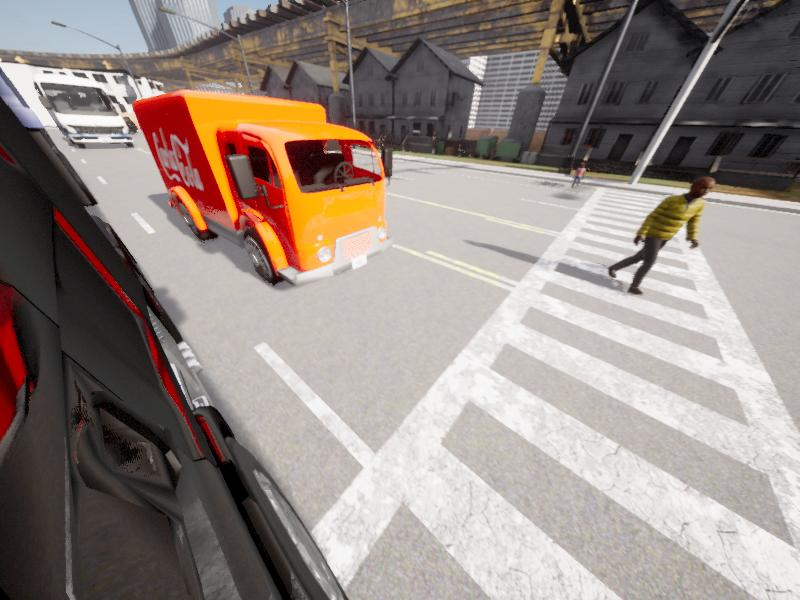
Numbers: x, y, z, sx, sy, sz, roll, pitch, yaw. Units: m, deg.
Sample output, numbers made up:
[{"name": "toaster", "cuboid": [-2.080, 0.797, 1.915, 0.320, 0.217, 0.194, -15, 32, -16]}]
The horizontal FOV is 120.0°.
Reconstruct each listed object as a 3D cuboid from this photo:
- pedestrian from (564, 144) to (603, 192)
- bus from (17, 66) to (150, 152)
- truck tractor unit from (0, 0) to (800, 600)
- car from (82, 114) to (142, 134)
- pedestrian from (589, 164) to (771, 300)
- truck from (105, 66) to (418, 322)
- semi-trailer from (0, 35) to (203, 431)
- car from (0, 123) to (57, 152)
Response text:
[{"name": "pedestrian", "cuboid": [8.607, -6.232, 10.914, 0.751, 1.860, 0.751, 22, 41, 24]}, {"name": "bus", "cuboid": [-25.405, -15.007, 18.650, 10.273, 4.253, 3.944, 27, 43, 29]}, {"name": "truck tractor unit", "cuboid": [-2.645, -0.295, 0.352, 6.516, 4.208, 3.053, 28, 44, 30]}, {"name": "car", "cuboid": [-42.278, -25.879, 34.040, 5.566, 2.045, 2.150, 5, 37, 4]}, {"name": "pedestrian", "cuboid": [4.074, -1.012, 3.644, 0.751, 1.860, 0.751, 6, 37, 4]}, {"name": "truck", "cuboid": [-2.627, -2.314, 4.522, 5.204, 2.467, 2.627, 27, 43, 30]}, {"name": "semi-trailer", "cuboid": [-8.758, -3.559, 4.176, 14.254, 4.402, 2.717, 27, 43, 29]}, {"name": "car", "cuboid": [-26.956, -11.759, 16.594, 5.357, 1.411, 2.033, 27, 43, 29]}]
